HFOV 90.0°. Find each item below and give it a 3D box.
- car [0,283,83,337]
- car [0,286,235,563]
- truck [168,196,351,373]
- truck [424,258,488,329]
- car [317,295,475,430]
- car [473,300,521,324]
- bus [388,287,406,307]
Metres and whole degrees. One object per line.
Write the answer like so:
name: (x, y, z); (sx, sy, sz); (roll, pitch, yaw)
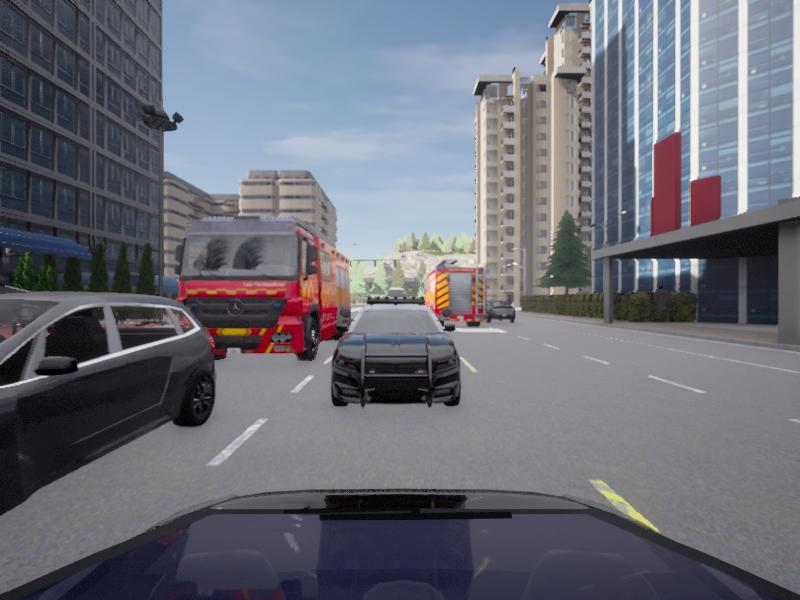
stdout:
car: (-16.778, 0.376, 15.750); (2.390, 2.098, 6.274); (0, 0, 30)
car: (-3.538, 0.749, 3.583); (2.242, 1.667, 4.611); (0, 0, 0)
truck: (-3.573, -0.342, 12.943); (2.891, 3.827, 8.468); (0, 0, 1)
truck: (3.254, -0.361, 25.772); (2.891, 3.827, 8.468); (0, 0, -1)
car: (-0.078, 0.759, 7.496); (1.930, 1.638, 5.238); (0, 0, -1)
car: (6.727, 0.793, 28.298); (2.128, 1.511, 4.902); (0, 0, -1)
bus: (-0.745, -0.677, 91.332); (3.944, 4.253, 10.273); (0, 0, -1)
